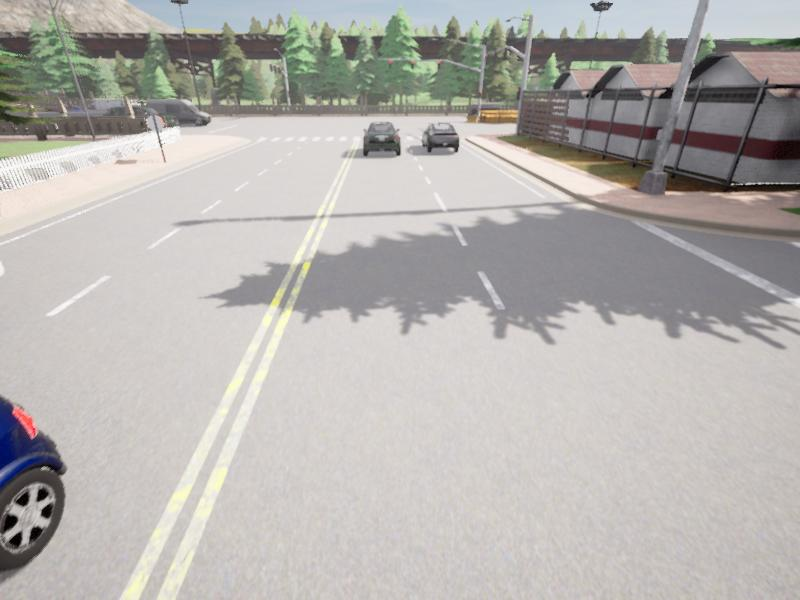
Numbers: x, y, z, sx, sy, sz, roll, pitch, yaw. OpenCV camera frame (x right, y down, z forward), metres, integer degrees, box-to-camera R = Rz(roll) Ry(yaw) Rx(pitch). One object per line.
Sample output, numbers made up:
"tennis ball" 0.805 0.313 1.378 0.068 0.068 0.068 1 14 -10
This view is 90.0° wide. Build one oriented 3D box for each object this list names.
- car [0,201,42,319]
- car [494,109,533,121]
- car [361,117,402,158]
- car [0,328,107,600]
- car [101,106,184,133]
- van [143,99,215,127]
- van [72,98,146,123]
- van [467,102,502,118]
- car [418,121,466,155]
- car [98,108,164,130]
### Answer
"car" -7.042 0.279 3.837 2.150 2.045 5.566 -1 27 -2
"car" 14.490 -23.685 51.190 4.181 1.385 1.994 -2 27 -4
"car" -1.053 -9.429 22.997 2.097 1.767 4.553 -1 27 -2
"car" -3.406 1.750 1.513 1.789 1.549 3.705 -1 27 -2
"car" -22.958 -16.218 35.927 5.566 2.045 2.150 -2 27 -4
"van" -23.097 -19.644 42.046 5.915 2.561 1.988 -2 27 -4
"van" -34.340 -22.467 47.503 6.366 2.431 2.351 -1 27 -5
"van" 11.976 -27.079 57.118 4.442 1.987 1.775 -2 27 -4
"car" 2.396 -9.878 24.180 2.128 1.511 4.902 -1 27 -3
"car" -26.010 -17.645 38.875 4.605 1.855 1.932 -2 27 -4
